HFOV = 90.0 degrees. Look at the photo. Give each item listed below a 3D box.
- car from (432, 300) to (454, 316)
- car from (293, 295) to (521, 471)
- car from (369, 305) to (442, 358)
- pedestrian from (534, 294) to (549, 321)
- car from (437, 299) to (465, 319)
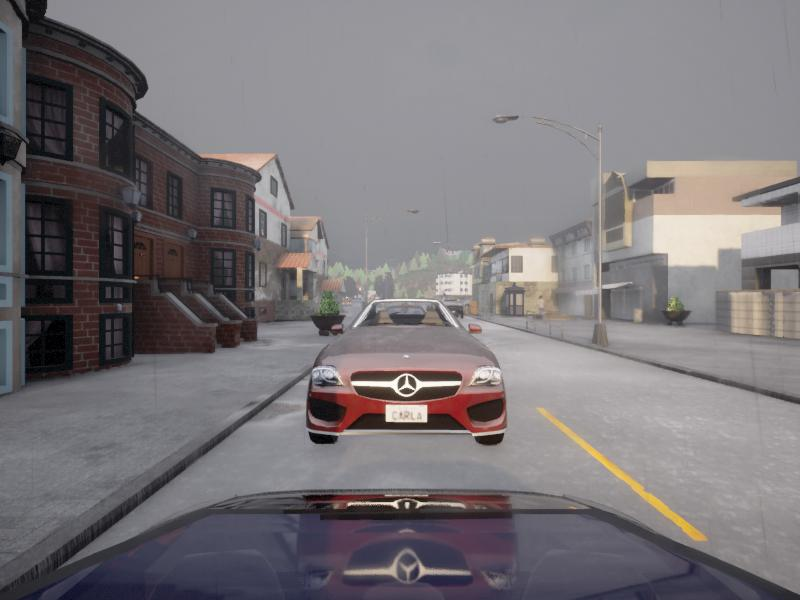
[{"bbox_3d":[4.539,0.801,42.896,1.801,1.575,5.366,0,0,1],"label":"car"},{"bbox_3d":[0.089,0.781,6.286,2.152,1.651,5.027,0,0,1],"label":"car"},{"bbox_3d":[0.180,0.895,13.768,2.033,1.411,5.357,0,0,1],"label":"car"},{"bbox_3d":[10.038,0.533,28.361,0.751,1.860,0.751,0,0,-9],"label":"pedestrian"},{"bbox_3d":[4.450,0.771,35.647,1.930,1.638,5.238,0,0,1],"label":"car"}]
